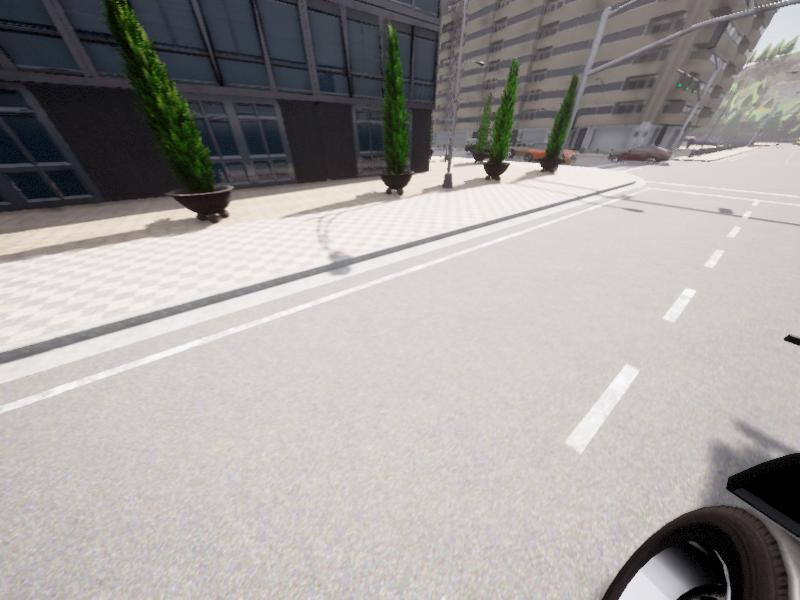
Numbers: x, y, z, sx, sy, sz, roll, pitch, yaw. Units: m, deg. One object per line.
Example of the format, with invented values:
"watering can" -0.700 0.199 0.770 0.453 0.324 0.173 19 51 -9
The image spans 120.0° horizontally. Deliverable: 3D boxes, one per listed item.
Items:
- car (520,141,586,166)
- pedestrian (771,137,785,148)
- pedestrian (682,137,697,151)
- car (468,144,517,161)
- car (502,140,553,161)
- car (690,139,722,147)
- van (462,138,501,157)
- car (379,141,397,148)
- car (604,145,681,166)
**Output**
"car" 14.705 -14.346 22.513 2.097 1.767 4.553 -22 40 -27
"pedestrian" 81.953 -34.102 50.028 0.751 1.860 0.751 -21 40 -27
"pedestrian" 49.066 -26.453 39.159 0.751 1.860 0.751 -29 44 -34
"car" 10.774 -17.516 27.292 2.128 1.511 4.902 -22 40 -27
"car" 14.928 -17.762 27.289 1.932 1.855 4.605 -22 40 -28
"car" 79.071 -40.632 59.727 1.812 1.442 4.674 -21 40 -27
"van" 11.075 -21.033 31.823 2.069 2.038 4.480 -22 40 -28
"car" -3.062 -39.649 58.857 2.163 1.488 4.792 -22 41 -28
"car" 23.324 -14.150 22.469 1.812 1.442 4.674 -22 40 -28
